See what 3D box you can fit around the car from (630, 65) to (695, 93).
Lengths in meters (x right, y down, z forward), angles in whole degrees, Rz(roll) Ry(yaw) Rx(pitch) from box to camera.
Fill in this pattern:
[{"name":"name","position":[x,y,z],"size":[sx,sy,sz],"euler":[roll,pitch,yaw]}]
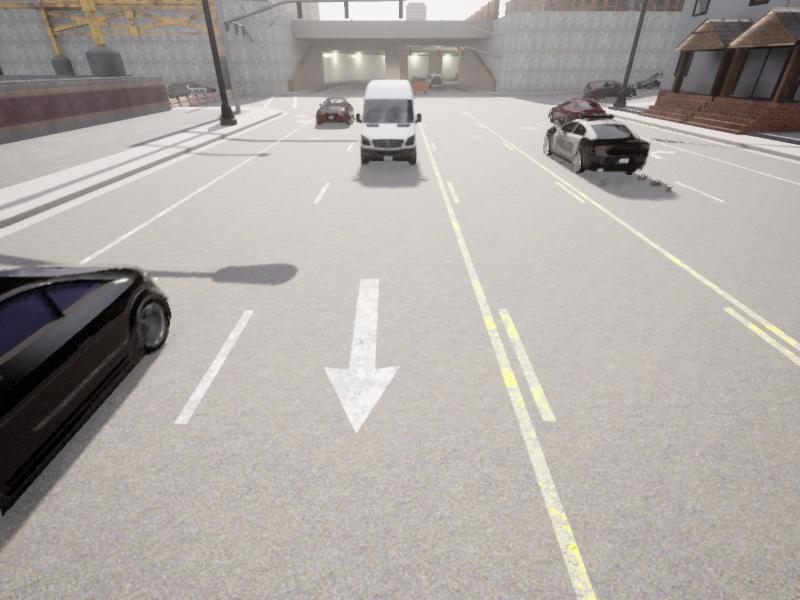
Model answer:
[{"name":"car","position":[26.530,-22.431,40.543],"size":[4.974,1.542,2.038],"euler":[-9,30,5]}]

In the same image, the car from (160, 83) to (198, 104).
[{"name":"car","position":[-21.600,-20.238,39.071],"size":[2.038,1.542,4.974],"euler":[-20,36,-31]}]

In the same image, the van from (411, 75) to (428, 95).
[{"name":"van","position":[2.479,-27.566,51.230],"size":[1.775,1.987,4.442],"euler":[-1,30,-1]}]

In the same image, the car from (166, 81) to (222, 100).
[{"name":"car","position":[-22.392,-22.945,43.705],"size":[2.038,1.542,4.974],"euler":[15,34,24]}]

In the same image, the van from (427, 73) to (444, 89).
[{"name":"van","position":[5.604,-34.983,63.876],"size":[2.069,2.038,4.480],"euler":[-1,31,-1]}]

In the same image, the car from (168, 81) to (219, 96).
[{"name":"car","position":[-22.417,-23.058,43.586],"size":[1.853,1.218,4.536],"euler":[15,34,24]}]

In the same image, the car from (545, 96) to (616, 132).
[{"name":"car","position":[10.255,-10.858,23.168],"size":[1.812,1.442,4.674],"euler":[-1,30,-1]}]

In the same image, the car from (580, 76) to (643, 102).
[{"name":"car","position":[19.903,-19.968,37.871],"size":[4.611,1.667,2.242],"euler":[-5,30,2]}]

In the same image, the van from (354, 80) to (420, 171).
[{"name":"van","position":[-0.391,-6.896,15.298],"size":[1.988,2.561,5.915],"euler":[0,30,0]}]

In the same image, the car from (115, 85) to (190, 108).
[{"name":"car","position":[-21.586,-17.914,35.092],"size":[2.038,1.542,4.974],"euler":[26,39,36]}]

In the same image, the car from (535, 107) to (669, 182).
[{"name":"car","position":[6.648,-5.639,14.037],"size":[1.930,1.638,5.238],"euler":[0,30,-1]}]

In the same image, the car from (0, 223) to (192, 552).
[{"name":"car","position":[-3.898,0.713,3.434],"size":[1.994,1.385,4.181],"euler":[0,30,0]}]

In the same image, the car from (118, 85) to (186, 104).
[{"name":"car","position":[-21.622,-18.031,34.980],"size":[1.853,1.218,4.536],"euler":[26,39,36]}]

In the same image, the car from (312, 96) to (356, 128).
[{"name":"car","position":[-3.910,-11.543,24.412],"size":[1.994,1.385,4.181],"euler":[0,30,0]}]
